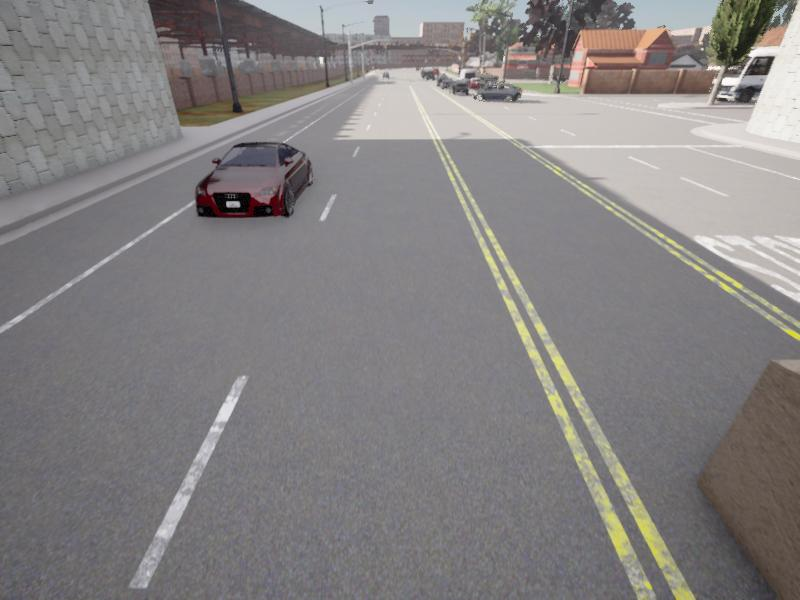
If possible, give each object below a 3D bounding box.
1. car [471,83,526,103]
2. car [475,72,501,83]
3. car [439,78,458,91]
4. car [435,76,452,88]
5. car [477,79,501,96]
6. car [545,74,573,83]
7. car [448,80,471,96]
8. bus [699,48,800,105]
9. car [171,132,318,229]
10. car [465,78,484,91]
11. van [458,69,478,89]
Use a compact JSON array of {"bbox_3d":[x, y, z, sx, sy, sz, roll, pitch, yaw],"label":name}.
[{"bbox_3d":[9.393,-19.801,38.226,4.514,1.525,2.007,16,34,25],"label":"car"},{"bbox_3d":[17.923,-45.494,81.683,4.605,1.855,1.932,-1,30,-1],"label":"car"},{"bbox_3d":[6.922,-31.126,57.665,2.033,1.411,5.357,0,30,0],"label":"car"},{"bbox_3d":[6.929,-34.918,64.014,2.128,1.511,4.902,0,30,0],"label":"car"},{"bbox_3d":[10.551,-25.344,47.653,1.789,1.549,3.705,-1,31,-2],"label":"car"},{"bbox_3d":[32.652,-45.545,82.144,4.892,1.490,1.837,-1,30,-1],"label":"car"},{"bbox_3d":[6.973,-25.172,47.408,1.837,1.490,4.892,0,29,-1],"label":"car"},{"bbox_3d":[34.070,-20.031,35.917,10.273,4.253,3.944,0,30,0],"label":"bus"},{"bbox_3d":[-3.512,-3.179,10.043,1.994,1.385,4.181,0,30,0],"label":"car"},{"bbox_3d":[10.456,-30.371,56.295,1.970,1.475,3.806,0,30,0],"label":"car"},{"bbox_3d":[10.422,-34.364,62.054,1.988,2.561,5.915,0,30,0],"label":"van"}]
